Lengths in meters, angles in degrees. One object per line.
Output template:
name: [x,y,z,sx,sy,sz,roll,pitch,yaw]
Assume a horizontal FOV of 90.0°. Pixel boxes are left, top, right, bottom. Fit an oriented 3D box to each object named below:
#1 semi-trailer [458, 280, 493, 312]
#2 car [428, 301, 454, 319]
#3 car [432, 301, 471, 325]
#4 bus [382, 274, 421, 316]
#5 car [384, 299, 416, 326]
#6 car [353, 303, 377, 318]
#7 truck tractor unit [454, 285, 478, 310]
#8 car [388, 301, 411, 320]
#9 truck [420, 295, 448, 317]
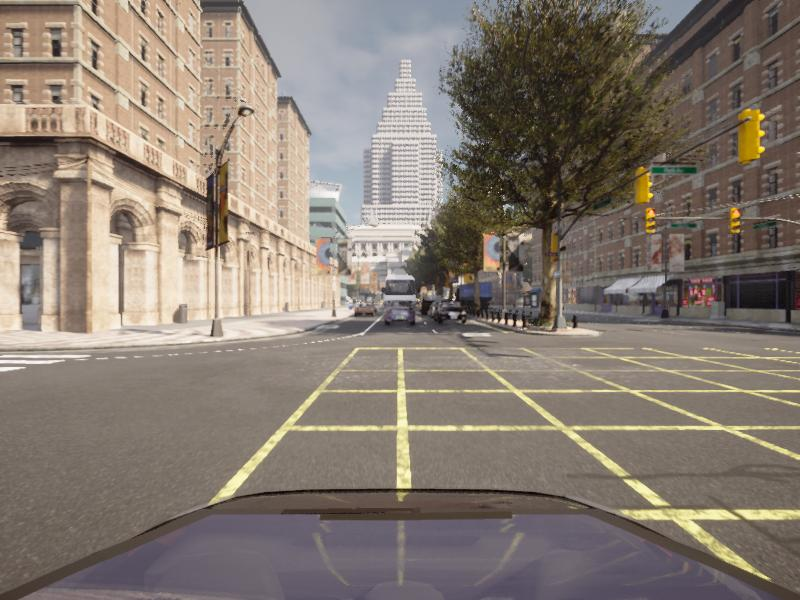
semi-trailer: [11.498,-0.597,62.493,2.717,4.402,14.254,0,0,0]
car: [3.499,0.839,34.856,1.845,1.501,3.633,0,0,0]
car: [3.501,0.846,28.319,2.128,1.511,4.902,0,0,0]
bus: [0.131,-0.519,45.155,3.944,4.253,10.273,0,0,0]
car: [-0.002,0.787,27.154,2.033,1.649,4.856,0,0,0]
car: [-3.249,0.952,38.100,1.895,1.301,4.718,0,0,0]
truck tractor unit: [11.504,-0.499,70.409,3.053,4.208,6.516,0,0,0]
car: [-0.001,0.857,34.284,1.837,1.490,4.892,0,0,0]
truck: [3.500,0.555,41.973,2.390,2.098,6.274,0,0,0]
